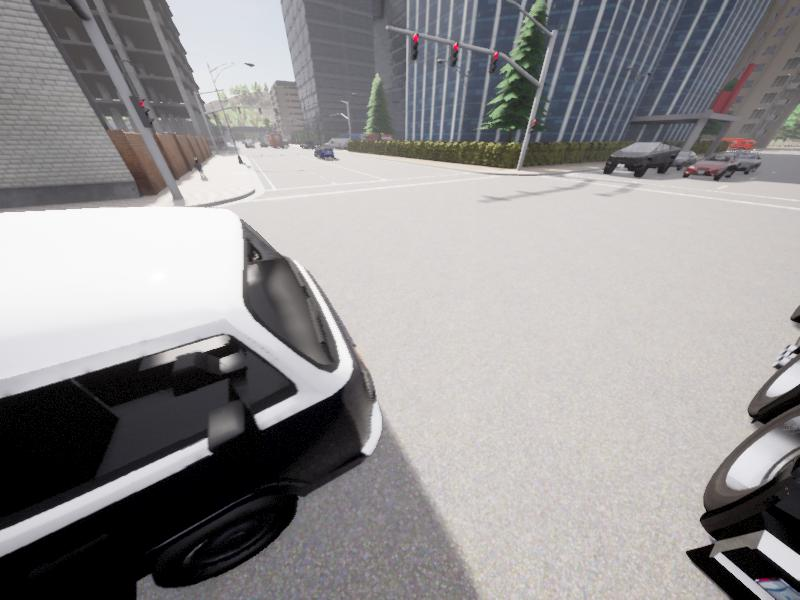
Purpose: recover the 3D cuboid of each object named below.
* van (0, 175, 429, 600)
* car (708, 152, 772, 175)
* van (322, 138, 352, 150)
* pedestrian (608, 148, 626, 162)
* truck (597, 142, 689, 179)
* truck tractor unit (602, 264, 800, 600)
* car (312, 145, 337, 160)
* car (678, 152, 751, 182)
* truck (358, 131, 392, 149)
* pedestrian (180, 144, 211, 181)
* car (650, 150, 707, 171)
[{"bbox_3d":[-2.377,0.799,1.049,4.480,2.038,2.069,-18,39,-26],"label":"van"},{"bbox_3d":[27.903,-11.269,18.982,4.181,1.385,1.994,-19,39,-25],"label":"car"},{"bbox_3d":[-15.780,-39.258,58.078,6.366,2.431,2.351,-19,39,-25],"label":"van"},{"bbox_3d":[24.103,-16.142,25.697,0.751,1.300,0.751,-17,39,-23],"label":"pedestrian"},{"bbox_3d":[18.538,-10.801,17.647,6.274,2.098,2.390,-18,39,-24],"label":"truck"},{"bbox_3d":[5.108,-0.304,0.782,6.516,4.208,3.053,-18,39,-24],"label":"truck tractor unit"},{"bbox_3d":[-10.418,-20.238,31.664,2.007,1.525,4.514,-18,39,-24],"label":"car"},{"bbox_3d":[21.841,-9.316,16.076,4.193,1.474,1.816,-18,39,-24],"label":"car"},{"bbox_3d":[-6.570,-42.920,62.128,8.468,3.827,2.891,-19,39,-25],"label":"truck"},{"bbox_3d":[-12.381,-8.367,14.069,0.751,1.860,0.751,-21,40,-28],"label":"pedestrian"},{"bbox_3d":[25.351,-12.768,21.055,4.674,1.442,1.812,-18,39,-24],"label":"car"}]
